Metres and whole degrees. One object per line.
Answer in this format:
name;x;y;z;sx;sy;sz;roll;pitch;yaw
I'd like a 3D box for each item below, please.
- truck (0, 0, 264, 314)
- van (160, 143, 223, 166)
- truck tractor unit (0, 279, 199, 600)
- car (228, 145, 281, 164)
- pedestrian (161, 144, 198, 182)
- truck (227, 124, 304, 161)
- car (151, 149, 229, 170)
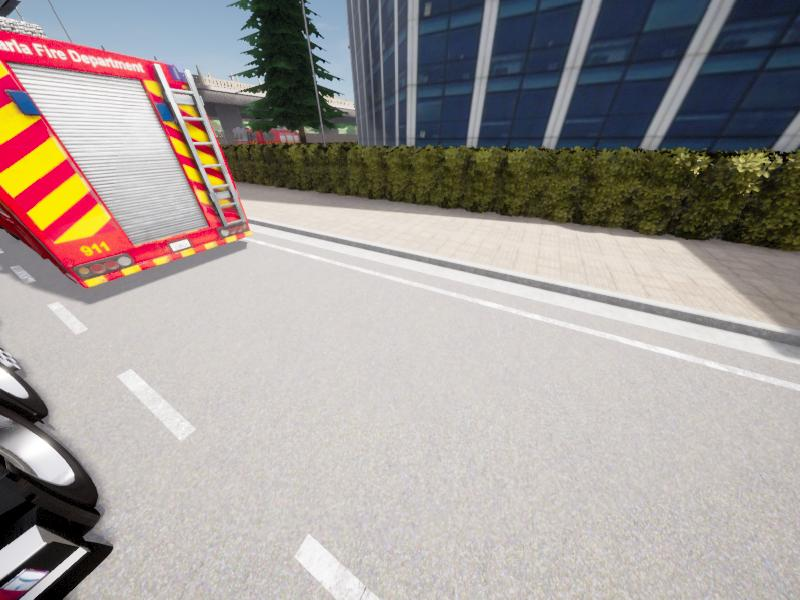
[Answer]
truck;-7.825;-3.227;5.344;8.468;3.827;2.891;17;38;23
van;-22.970;-16.263;25.683;1.775;1.987;4.442;17;38;23
truck tractor unit;-5.136;-0.274;0.741;6.516;4.208;3.053;17;39;23
car;-17.483;-17.719;28.043;2.033;1.649;4.856;17;38;23
pedestrian;-13.218;-8.241;13.893;0.751;1.860;0.751;20;40;27
truck;-18.211;-22.055;32.354;2.891;3.827;8.468;17;38;23
car;-20.747;-14.176;23.187;2.033;1.411;5.357;17;38;23
